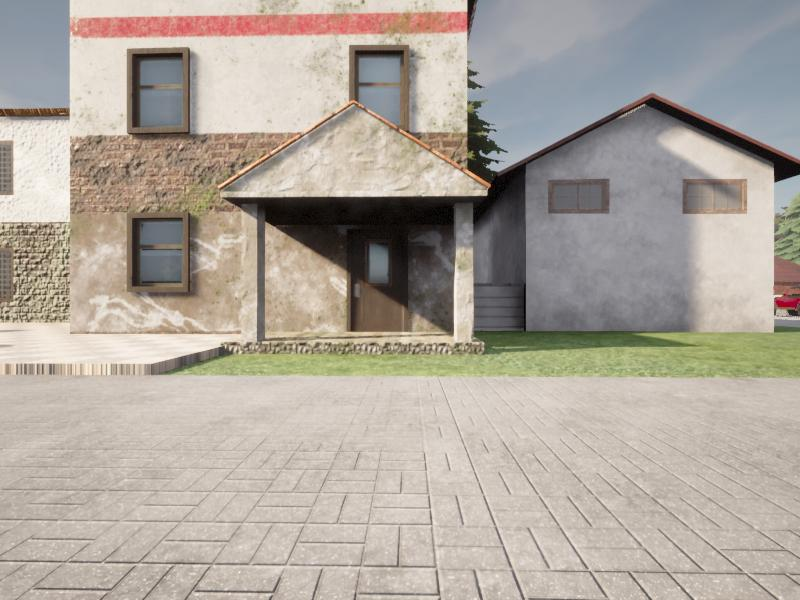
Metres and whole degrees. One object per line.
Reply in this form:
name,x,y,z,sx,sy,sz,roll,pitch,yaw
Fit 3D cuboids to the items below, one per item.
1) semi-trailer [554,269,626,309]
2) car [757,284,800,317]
semi-trailer,23.872,-1.218,51.633,2.717,4.402,14.254,0,0,1
car,23.237,0.043,23.087,1.905,1.878,3.866,0,-1,1
